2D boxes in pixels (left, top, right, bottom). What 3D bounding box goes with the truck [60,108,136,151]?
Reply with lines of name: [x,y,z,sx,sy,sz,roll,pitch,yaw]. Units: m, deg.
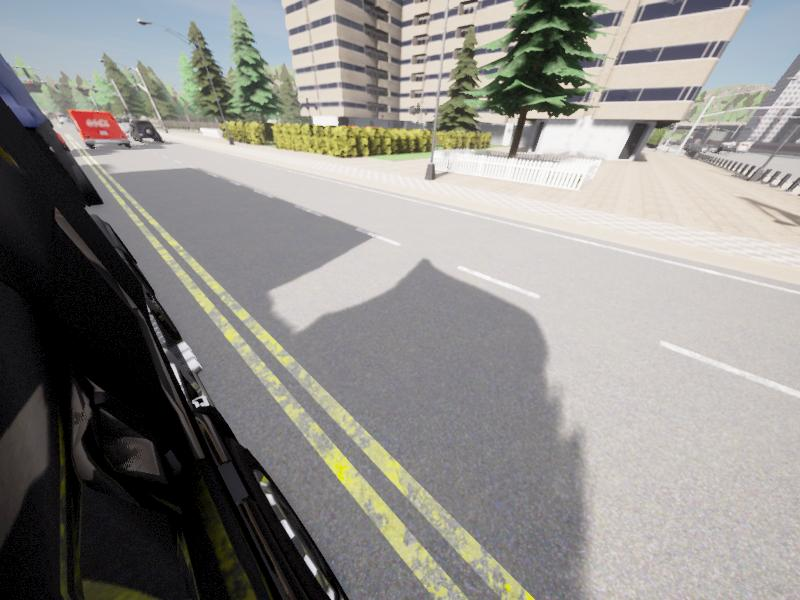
truck: [-24.984,-14.165,19.146,5.204,2.467,2.627,29,44,29]

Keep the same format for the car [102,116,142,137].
car: [-37.288,-23.273,30.979,5.566,2.045,2.150,28,43,30]

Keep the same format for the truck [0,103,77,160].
truck: [-22.713,-10.241,13.982,5.204,2.467,2.627,28,44,30]

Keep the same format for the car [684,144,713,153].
car: [66.109,-33.507,51.148,4.974,1.542,2.038,-12,39,-19]

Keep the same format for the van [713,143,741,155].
van: [69.627,-32.281,49.337,2.069,2.038,4.480,28,44,30]

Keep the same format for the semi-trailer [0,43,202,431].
semi-trailer: [-8.699,-3.594,4.242,14.254,4.402,2.717,28,44,30]

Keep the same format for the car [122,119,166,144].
car: [-26.631,-17.552,24.053,3.866,1.878,1.905,28,44,30]

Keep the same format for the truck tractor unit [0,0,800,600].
truck tractor unit: [-2.645,-0.295,0.351,6.516,4.208,3.053,28,44,30]

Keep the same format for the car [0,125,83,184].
car: [-15.842,-6.254,9.710,4.611,1.667,2.242,28,43,30]
